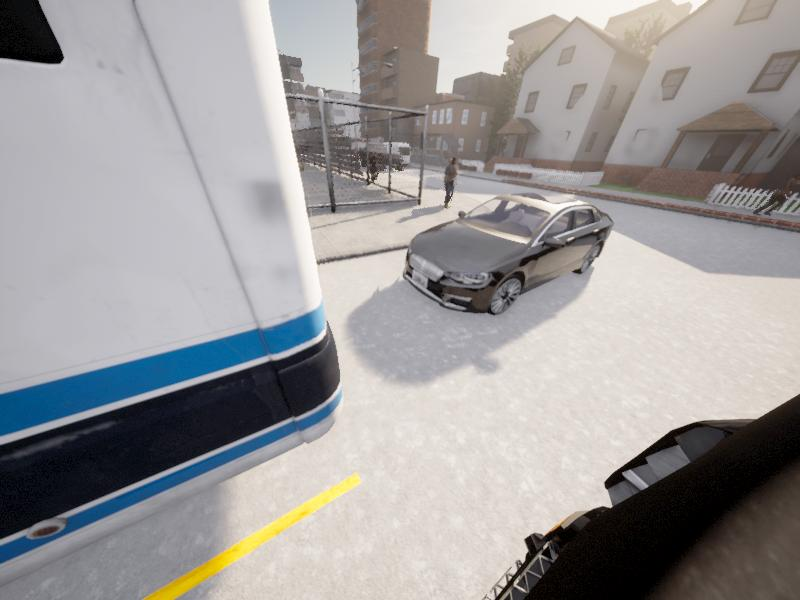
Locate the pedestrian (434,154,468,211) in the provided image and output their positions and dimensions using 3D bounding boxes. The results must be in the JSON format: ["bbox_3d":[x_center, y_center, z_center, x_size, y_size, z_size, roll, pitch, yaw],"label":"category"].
[{"bbox_3d":[1.934,-4.552,8.996,0.751,1.860,0.751,-9,35,-17],"label":"pedestrian"}]

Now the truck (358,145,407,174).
[{"bbox_3d":[-1.969,-14.482,23.643,2.390,2.098,6.274,-16,38,-25],"label":"truck"}]

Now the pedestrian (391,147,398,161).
[{"bbox_3d":[-0.920,-23.863,37.784,0.751,1.860,0.751,-16,38,-25],"label":"pedestrian"}]

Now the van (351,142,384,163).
[{"bbox_3d":[-4.918,-22.179,34.693,2.351,2.431,6.366,-17,38,-26],"label":"van"}]

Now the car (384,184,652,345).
[{"bbox_3d":[2.350,-1.222,4.568,4.902,1.511,2.128,-18,39,-29],"label":"car"}]

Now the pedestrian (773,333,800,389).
[{"bbox_3d":[5.196,0.247,2.211,0.751,1.860,0.751,27,40,31],"label":"pedestrian"}]

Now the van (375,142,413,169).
[{"bbox_3d":[-0.939,-18.165,28.855,1.988,2.561,5.915,-16,38,-26],"label":"van"}]

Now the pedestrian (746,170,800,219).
[{"bbox_3d":[16.990,-4.694,10.316,0.751,1.860,0.751,-10,36,-18],"label":"pedestrian"}]
